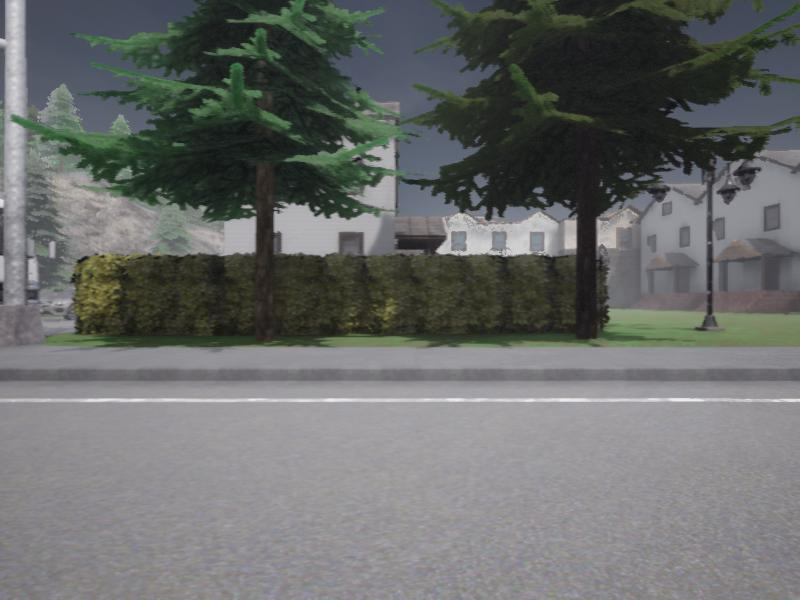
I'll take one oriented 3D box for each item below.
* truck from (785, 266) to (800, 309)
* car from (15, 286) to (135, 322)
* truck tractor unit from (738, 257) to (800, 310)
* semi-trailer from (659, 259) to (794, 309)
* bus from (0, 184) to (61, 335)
[{"bbox_3d":[37.579,-1.130,33.299,2.891,3.827,8.468,0,0,0],"label":"truck"},{"bbox_3d":[-16.602,0.173,20.908,2.152,1.651,5.027,0,0,0],"label":"car"},{"bbox_3d":[33.560,-1.312,34.685,3.053,4.208,6.516,0,0,0],"label":"truck tractor unit"},{"bbox_3d":[33.545,-1.422,42.603,2.717,4.402,14.254,0,0,0],"label":"semi-trailer"},{"bbox_3d":[-13.313,-1.141,8.212,3.944,4.253,10.273,0,0,0],"label":"bus"}]
